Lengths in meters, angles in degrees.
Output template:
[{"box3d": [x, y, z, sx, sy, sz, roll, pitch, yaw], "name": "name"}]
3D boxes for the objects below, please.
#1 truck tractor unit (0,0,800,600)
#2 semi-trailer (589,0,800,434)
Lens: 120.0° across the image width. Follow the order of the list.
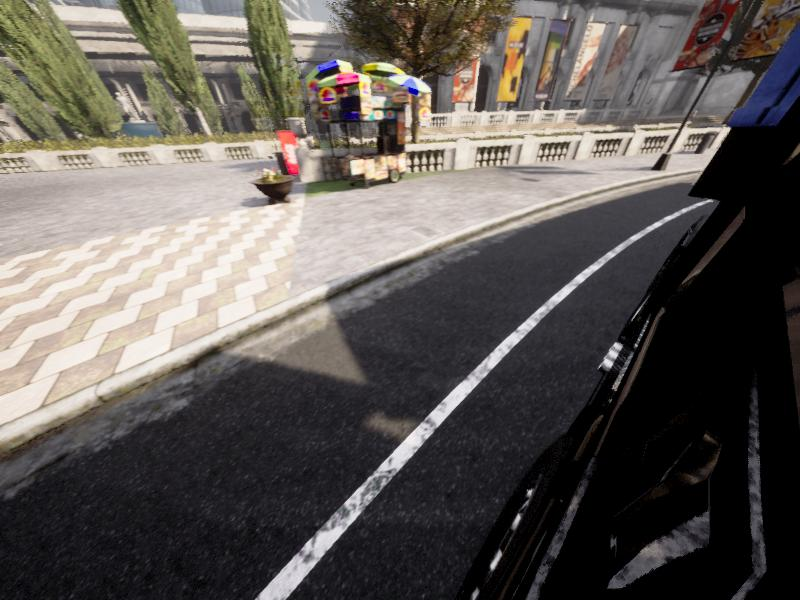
[{"box3d": [2.645, -0.295, 0.351, 6.516, 4.208, 3.053, -28, 44, -30], "name": "truck tractor unit"}, {"box3d": [9.306, -3.078, 3.556, 14.254, 4.402, 2.717, -20, 40, -23], "name": "semi-trailer"}]
